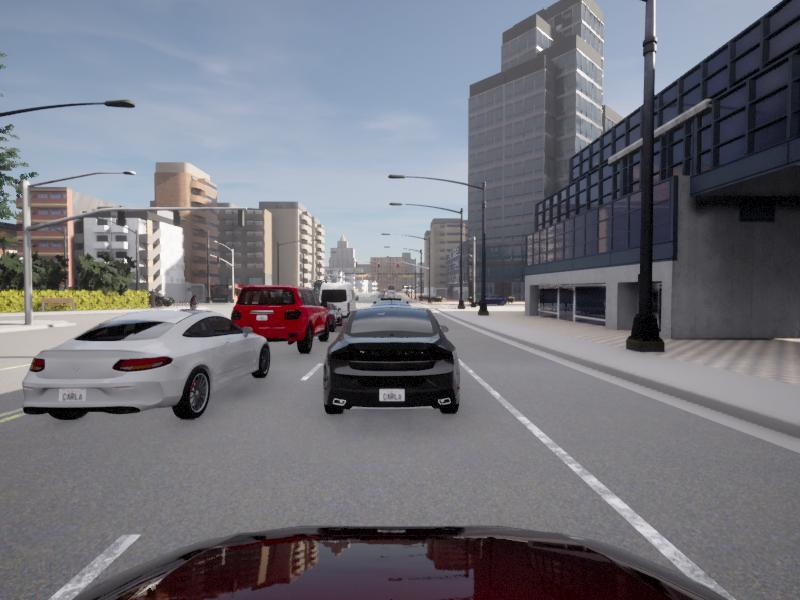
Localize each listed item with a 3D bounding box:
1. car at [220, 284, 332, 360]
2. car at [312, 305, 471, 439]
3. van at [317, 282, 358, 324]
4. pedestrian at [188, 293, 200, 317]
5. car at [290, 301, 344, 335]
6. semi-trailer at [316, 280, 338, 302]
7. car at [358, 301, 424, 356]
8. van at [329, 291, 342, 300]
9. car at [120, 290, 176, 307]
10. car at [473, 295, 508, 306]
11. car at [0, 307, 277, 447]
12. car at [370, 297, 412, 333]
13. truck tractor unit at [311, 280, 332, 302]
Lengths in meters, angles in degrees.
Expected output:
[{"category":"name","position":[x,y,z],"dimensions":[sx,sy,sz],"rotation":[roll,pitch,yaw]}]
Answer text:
[{"category":"car","position":[-3.805,0.564,13.567],"dimensions":[2.150,2.045,5.566],"rotation":[0,0,-1]},{"category":"car","position":[-0.149,0.857,7.057],"dimensions":[1.837,1.490,4.892],"rotation":[0,0,-1]},{"category":"van","position":[-4.109,0.127,27.401],"dimensions":[1.988,2.561,5.915],"rotation":[0,1,-1]},{"category":"pedestrian","position":[-16.055,0.369,31.175],"dimensions":[0.751,1.860,0.751],"rotation":[-1,2,-28]},{"category":"car","position":[-4.026,0.806,20.241],"dimensions":[1.812,1.442,4.674],"rotation":[0,0,-1]},{"category":"semi-trailer","position":[-15.971,-1.986,88.671],"dimensions":[2.717,4.402,14.254],"rotation":[0,1,-2]},{"category":"car","position":[-0.303,0.818,13.945],"dimensions":[1.882,1.535,5.008],"rotation":[0,0,-1]},{"category":"van","position":[-16.201,-1.143,101.407],"dimensions":[2.351,2.431,6.366],"rotation":[0,1,-1]},{"category":"car","position":[-31.155,-0.174,49.607],"dimensions":[5.566,2.045,2.150],"rotation":[0,2,-1]},{"category":"car","position":[12.127,0.028,53.711],"dimensions":[4.193,1.474,1.816],"rotation":[0,2,-1]},{"category":"car","position":[-3.644,0.882,6.694],"dimensions":[1.812,1.442,4.674],"rotation":[0,0,-1]},{"category":"car","position":[-0.475,0.699,21.249],"dimensions":[1.930,1.638,5.238],"rotation":[0,1,-1]},{"category":"truck tractor unit","position":[-15.757,-1.796,80.761],"dimensions":[3.053,4.208,6.516],"rotation":[0,0,-1]}]
